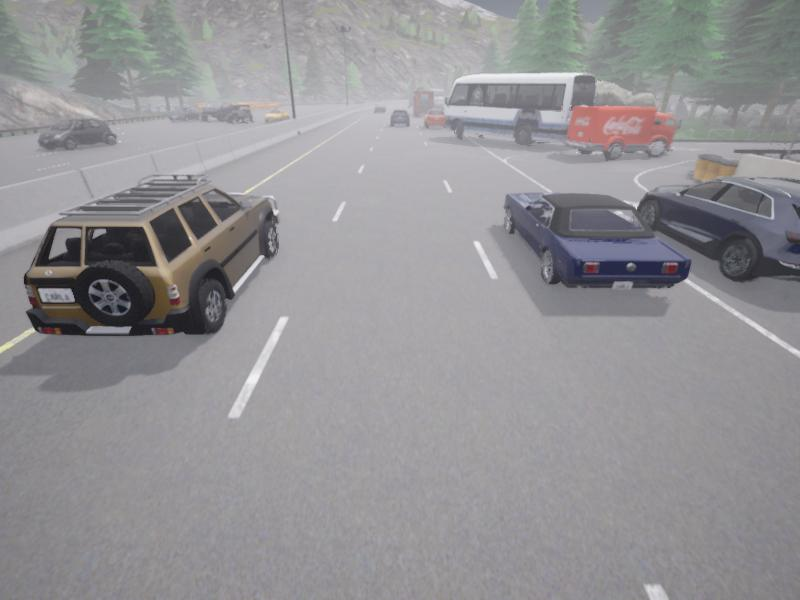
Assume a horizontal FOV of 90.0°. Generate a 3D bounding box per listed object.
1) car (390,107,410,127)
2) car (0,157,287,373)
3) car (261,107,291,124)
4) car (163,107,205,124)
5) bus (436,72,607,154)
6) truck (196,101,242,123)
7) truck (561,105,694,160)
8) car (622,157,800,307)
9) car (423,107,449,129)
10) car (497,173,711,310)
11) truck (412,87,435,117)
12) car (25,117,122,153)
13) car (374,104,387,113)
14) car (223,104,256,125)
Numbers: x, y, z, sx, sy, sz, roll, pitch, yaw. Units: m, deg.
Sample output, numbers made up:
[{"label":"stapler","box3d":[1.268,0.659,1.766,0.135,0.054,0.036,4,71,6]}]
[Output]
[{"label":"car","box3d":[0.017,-19.483,42.577,2.033,1.649,4.856,0,28,0]},{"label":"car","box3d":[-3.491,-1.008,6.471,1.932,1.855,4.605,0,27,0]},{"label":"car","box3d":[-13.984,-21.028,45.478,1.801,1.575,5.366,0,27,0]},{"label":"car","box3d":[-24.483,-21.096,45.578,2.128,1.511,4.902,0,27,0]},{"label":"bus","box3d":[7.570,-13.031,27.318,3.944,4.253,10.273,-23,36,-35]},{"label":"truck","box3d":[-20.982,-21.980,46.685,2.390,2.098,6.274,0,27,0]},{"label":"truck","box3d":[11.899,-8.930,21.273,5.204,2.467,2.627,-4,26,-11]},{"label":"car","box3d":[7.005,-1.737,8.262,2.033,1.649,4.856,0,27,0]},{"label":"car","box3d":[3.517,-18.270,40.076,2.097,1.767,4.553,0,27,0]},{"label":"car","box3d":[3.505,-1.499,8.128,1.895,1.301,4.718,0,27,0]},{"label":"truck","box3d":[3.532,-30.790,62.114,2.891,3.827,8.468,0,27,0]},{"label":"car","box3d":[-19.305,-9.945,23.922,1.851,1.617,3.988,6,28,12]},{"label":"car","box3d":[-3.340,-33.772,70.575,1.895,1.301,4.718,2,27,2]},{"label":"car","box3d":[-17.485,-20.382,43.851,1.905,1.878,3.866,0,27,0]}]
